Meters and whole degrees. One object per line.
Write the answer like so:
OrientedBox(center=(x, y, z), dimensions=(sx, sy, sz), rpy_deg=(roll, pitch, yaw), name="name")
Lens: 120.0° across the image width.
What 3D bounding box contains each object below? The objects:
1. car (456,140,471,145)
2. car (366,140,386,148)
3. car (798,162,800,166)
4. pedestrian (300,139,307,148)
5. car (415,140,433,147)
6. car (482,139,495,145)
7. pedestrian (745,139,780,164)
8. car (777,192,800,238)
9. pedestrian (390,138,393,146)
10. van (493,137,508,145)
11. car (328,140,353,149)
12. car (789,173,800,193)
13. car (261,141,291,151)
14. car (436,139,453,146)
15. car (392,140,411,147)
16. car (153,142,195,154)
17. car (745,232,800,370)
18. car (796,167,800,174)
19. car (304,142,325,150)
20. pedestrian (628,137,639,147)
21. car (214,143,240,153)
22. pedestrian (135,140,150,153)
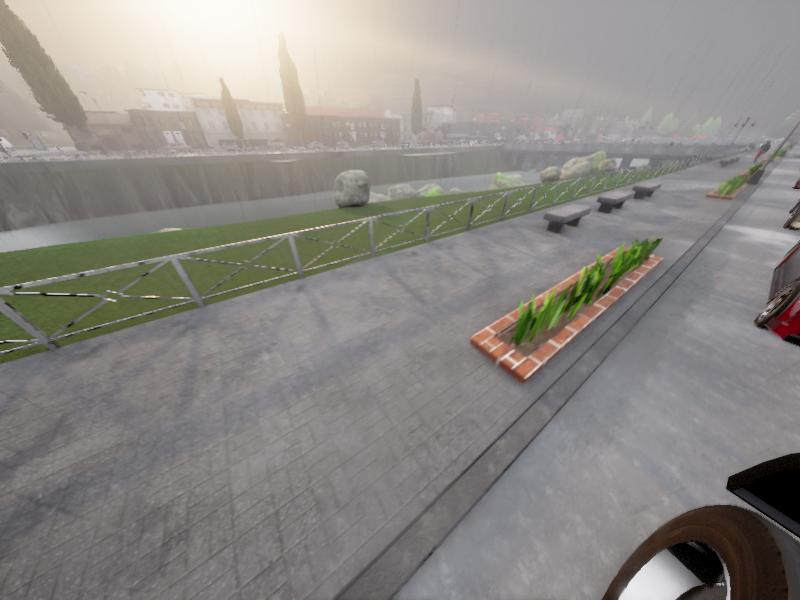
OrientedBox(center=(20.911, -52.194, 76.480), dimensions=(4.892, 1.490, 1.837), rpy_deg=(-22, 41, -28), name="car")
OrientedBox(center=(-6.269, -41.174, 60.931), dimensions=(4.856, 1.649, 2.033), rpy_deg=(-22, 41, -28), name="car")
OrientedBox(center=(37.339, -12.690, 20.295), dimensions=(3.633, 1.501, 1.845), rpy_deg=(-22, 41, -28), name="car")
OrientedBox(center=(-23.753, -38.534, 56.931), dimensions=(0.751, 1.860, 0.751), rpy_deg=(18, 39, 24), name="pedestrian")
OrientedBox(center=(7.166, -46.605, 68.628), dimensions=(5.008, 1.535, 1.882), rpy_deg=(-22, 41, -28), name="car")
OrientedBox(center=(31.680, -56.584, 82.624), dimensions=(4.892, 1.490, 1.837), rpy_deg=(-22, 41, -28), name="car")
OrientedBox(center=(33.009, -13.566, 21.062), dimensions=(0.751, 1.860, 0.751), rpy_deg=(-10, 36, -13), name="pedestrian")
OrientedBox(center=(12.935, -2.747, 6.382), dimensions=(4.514, 1.525, 2.007), rpy_deg=(-22, 41, -28), name="car")
OrientedBox(center=(-2.584, -47.780, 69.890), dimensions=(0.751, 1.860, 0.751), rpy_deg=(-23, 41, -29), name="pedestrian")
OrientedBox(center=(34.950, -55.320, 80.345), dimensions=(4.480, 2.038, 2.069), rpy_deg=(-22, 41, -28), name="van")
OrientedBox(center=(-14.441, -37.839, 56.268), dimensions=(5.238, 1.638, 1.930), rpy_deg=(-22, 41, -28), name="car")
OrientedBox(center=(21.391, -6.191, 11.202), dimensions=(4.514, 1.525, 2.007), rpy_deg=(-22, 41, -28), name="car")
OrientedBox(center=(-26.470, -32.939, 49.409), dimensions=(5.238, 1.638, 1.930), rpy_deg=(-22, 41, -28), name="car")
OrientedBox(center=(13.940, -49.409, 72.464), dimensions=(5.238, 1.638, 1.930), rpy_deg=(-22, 41, -28), name="car")
OrientedBox(center=(0.392, -43.867, 64.749), dimensions=(4.974, 1.542, 2.038), rpy_deg=(-22, 41, -28), name="car")
OrientedBox(center=(-40.371, -27.262, 41.480), dimensions=(5.027, 1.651, 2.152), rpy_deg=(-22, 41, -28), name="car")
OrientedBox(center=(6.747, -0.164, 2.902), dimensions=(4.181, 1.385, 1.994), rpy_deg=(-22, 41, -28), name="car")
OrientedBox(center=(30.162, -9.743, 16.219), dimensions=(4.193, 1.474, 1.816), rpy_deg=(-22, 41, -28), name="car")
OrientedBox(center=(-19.712, -35.624, 53.309), dimensions=(3.806, 1.475, 1.970), rpy_deg=(-22, 41, -28), name="car")
OrientedBox(center=(50.023, -33.923, 49.571), dimensions=(0.751, 1.860, 0.751), rpy_deg=(-19, 39, -24), name="pedestrian")
OrientedBox(center=(-33.840, -29.866, 45.250), dimensions=(3.806, 1.475, 1.970), rpy_deg=(-22, 41, -28), name="car")
OrientedBox(center=(-45.677, -27.188, 40.986), dimensions=(0.751, 1.860, 0.751), rpy_deg=(-12, 37, -16), name="pedestrian")
